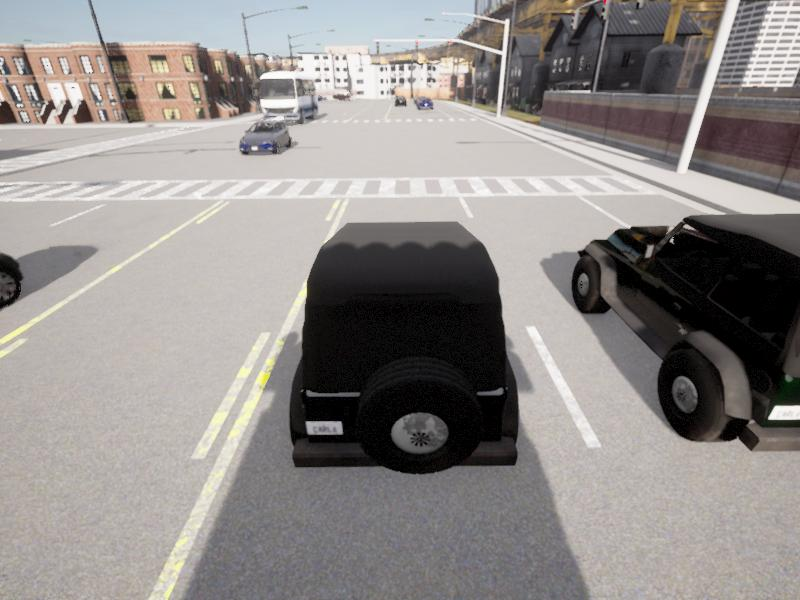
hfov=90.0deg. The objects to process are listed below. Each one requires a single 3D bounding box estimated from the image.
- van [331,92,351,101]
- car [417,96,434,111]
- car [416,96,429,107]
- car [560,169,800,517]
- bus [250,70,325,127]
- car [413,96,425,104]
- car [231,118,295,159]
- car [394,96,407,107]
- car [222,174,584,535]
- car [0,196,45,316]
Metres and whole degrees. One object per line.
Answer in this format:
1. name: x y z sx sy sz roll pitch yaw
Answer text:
1. van: -14.461 -50.218 98.658 4.480 2.038 2.069 15 32 27
2. car: 3.620 -28.300 57.495 2.152 1.651 5.027 -1 28 0
3. car: 3.634 -32.915 66.233 1.882 1.535 5.008 -1 28 0
4. car: 3.530 -0.082 4.325 1.905 1.878 3.866 -1 28 0
5. bus: -10.308 -19.413 38.456 3.944 4.253 10.273 -1 28 0
6. car: 3.604 -37.999 76.006 1.895 1.301 4.718 -2 28 -2
7. car: -6.939 -8.470 20.794 1.816 1.474 4.193 -1 28 0
8. car: 0.139 -34.074 68.571 2.163 1.488 4.792 -1 28 0
9. car: 0.030 0.011 4.253 1.905 1.878 3.866 -1 28 0
10. car: -6.971 0.061 4.666 1.851 1.617 3.988 -1 28 0
